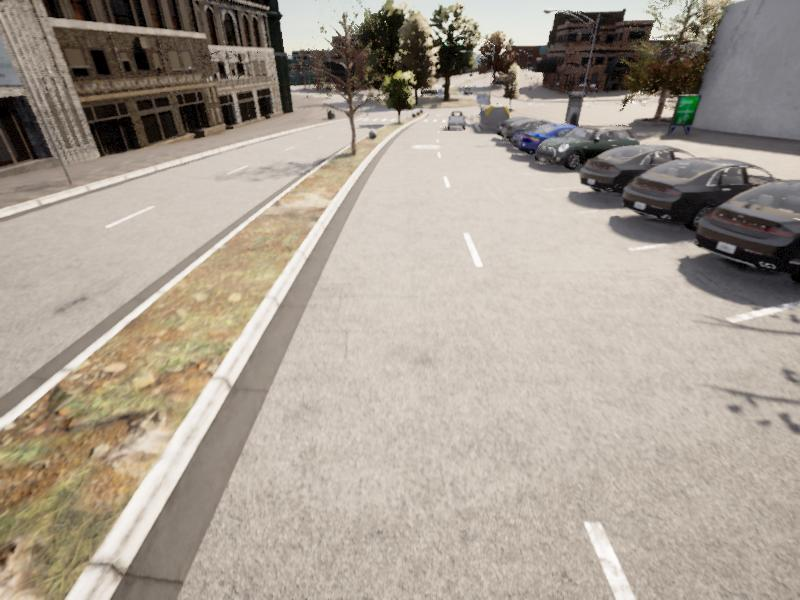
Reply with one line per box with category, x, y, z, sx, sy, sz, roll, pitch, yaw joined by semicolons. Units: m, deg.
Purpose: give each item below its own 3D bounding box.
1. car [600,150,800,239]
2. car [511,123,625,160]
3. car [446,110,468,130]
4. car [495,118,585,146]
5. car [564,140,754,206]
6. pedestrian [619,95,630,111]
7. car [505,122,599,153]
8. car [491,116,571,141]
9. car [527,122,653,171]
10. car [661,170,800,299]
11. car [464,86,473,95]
car;8.152;-2.869;10.337;4.892;1.521;2.231;-8;28;-16
car;8.641;-8.285;20.823;5.008;1.535;2.097;-7;28;-15
car;5.453;-17.341;38.431;1.845;1.501;3.633;3;28;6
car;9.049;-10.982;26.064;4.892;1.521;2.231;-6;28;-14
car;8.232;-4.226;12.961;4.892;1.521;2.231;-8;28;-16
pedestrian;29.580;-26.013;52.770;0.751;1.860;0.751;14;34;22
car;8.840;-9.596;23.458;4.674;1.452;2.002;-6;28;-14
car;9.332;-12.305;28.704;4.792;1.488;2.163;-6;28;-13
car;8.516;-7.048;18.151;4.553;1.767;2.185;-7;29;-15
car;8.097;-1.508;7.710;4.892;1.521;2.231;-8;29;-17
car;15.852;-48.736;92.996;1.851;1.617;3.988;3;32;5
